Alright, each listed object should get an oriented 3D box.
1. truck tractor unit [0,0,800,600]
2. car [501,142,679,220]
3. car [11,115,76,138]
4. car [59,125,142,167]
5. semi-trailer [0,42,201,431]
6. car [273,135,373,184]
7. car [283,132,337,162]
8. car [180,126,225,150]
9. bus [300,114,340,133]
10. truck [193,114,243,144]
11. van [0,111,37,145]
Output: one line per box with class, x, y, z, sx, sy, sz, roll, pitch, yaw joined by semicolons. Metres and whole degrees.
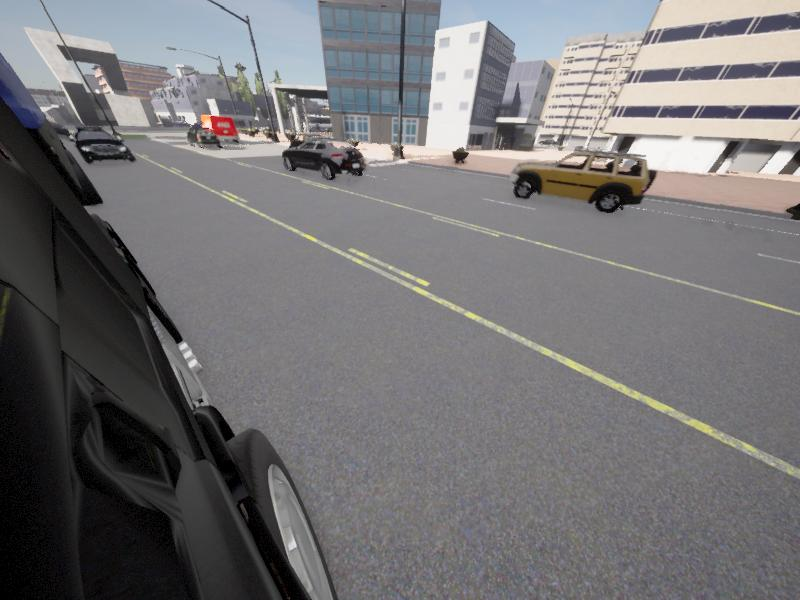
truck tractor unit;-2.645;-0.295;0.351;6.516;4.208;3.053;28;44;30
car;6.815;-4.803;8.982;4.605;1.855;1.932;24;42;25
car;-37.011;-18.039;24.029;4.611;1.667;2.242;18;39;20
car;-16.901;-8.750;13.002;4.974;1.542;2.038;29;44;30
semi-trailer;-8.691;-3.610;4.235;14.254;4.402;2.717;28;44;30
car;-4.031;-7.492;12.087;5.027;1.651;2.152;27;43;28
car;-6.887;-11.796;17.731;3.705;1.549;1.789;27;43;28
car;-17.940;-14.741;20.955;3.705;1.549;1.789;29;44;30
bus;-23.789;-52.895;69.462;3.944;4.253;10.273;27;43;29
truck;-20.817;-19.552;26.460;5.204;2.467;2.627;31;45;32
van;-31.143;-13.540;18.115;4.442;1.987;1.775;23;41;26
